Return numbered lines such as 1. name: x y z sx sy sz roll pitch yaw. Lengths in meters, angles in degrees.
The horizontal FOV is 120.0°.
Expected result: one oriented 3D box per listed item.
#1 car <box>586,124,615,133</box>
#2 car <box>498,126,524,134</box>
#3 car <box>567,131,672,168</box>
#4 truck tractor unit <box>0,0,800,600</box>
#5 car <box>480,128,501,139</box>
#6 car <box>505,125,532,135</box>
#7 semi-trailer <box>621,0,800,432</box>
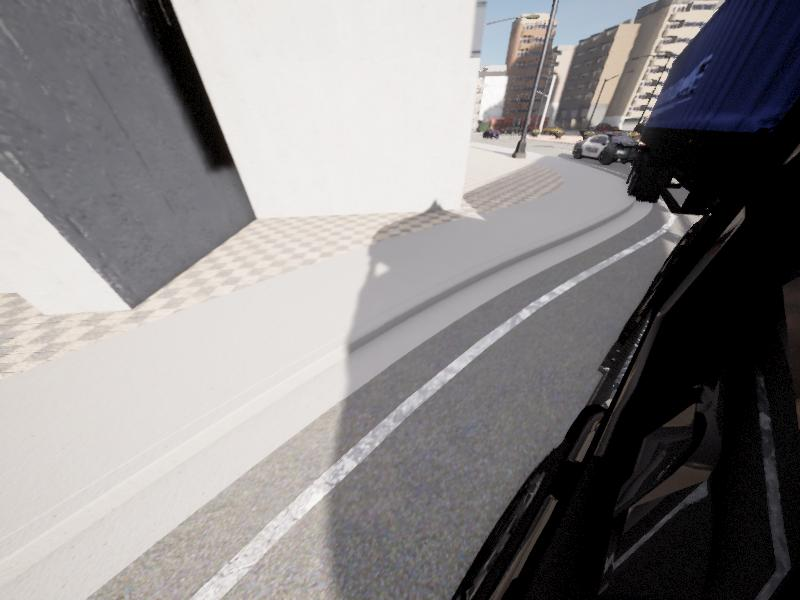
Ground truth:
1. car: 47.745 -40.786 55.027 4.856 1.649 2.033 -3 37 -3
2. car: 27.224 -41.931 56.932 5.238 1.638 1.930 -4 37 -3
3. car: 12.947 -9.367 14.219 2.038 1.542 4.974 1 37 4
4. truck tractor unit: 2.645 -0.295 0.351 6.516 4.208 3.053 -28 44 -30
5. car: 15.385 -28.423 39.408 1.845 1.501 3.633 -4 37 -3
6. car: 27.710 -39.848 54.157 5.238 1.638 1.930 -3 37 -2
7. semi-trailer: 7.698 -4.092 5.071 2.717 4.402 14.254 21 42 32
